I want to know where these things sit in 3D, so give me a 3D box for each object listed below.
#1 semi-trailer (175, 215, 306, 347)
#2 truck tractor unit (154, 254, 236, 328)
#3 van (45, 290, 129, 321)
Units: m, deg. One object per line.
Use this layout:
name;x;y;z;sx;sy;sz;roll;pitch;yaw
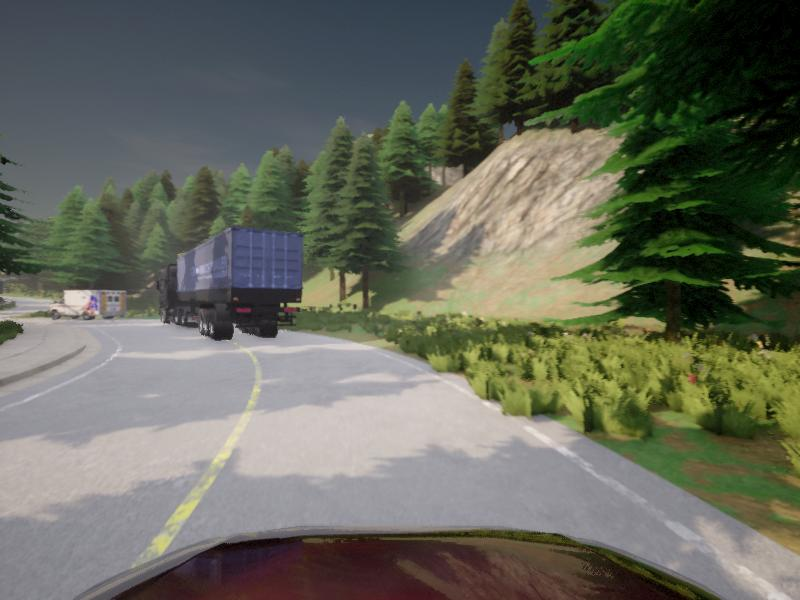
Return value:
semi-trailer;-8.765;-0.602;19.946;2.717;4.402;14.254;0;0;-36
truck tractor unit;-13.589;-0.479;26.213;3.053;4.208;6.516;1;-1;-44
van;-26.387;0.434;33.762;6.366;2.431;2.351;0;0;16
